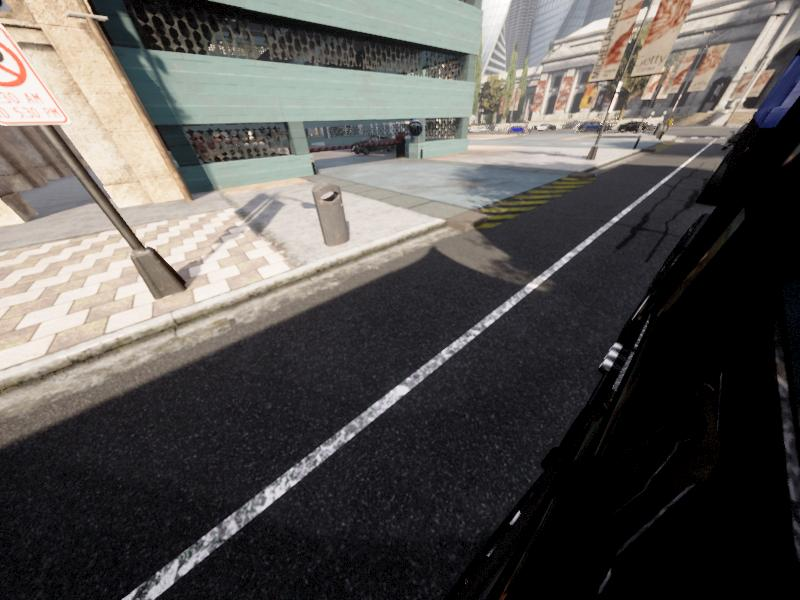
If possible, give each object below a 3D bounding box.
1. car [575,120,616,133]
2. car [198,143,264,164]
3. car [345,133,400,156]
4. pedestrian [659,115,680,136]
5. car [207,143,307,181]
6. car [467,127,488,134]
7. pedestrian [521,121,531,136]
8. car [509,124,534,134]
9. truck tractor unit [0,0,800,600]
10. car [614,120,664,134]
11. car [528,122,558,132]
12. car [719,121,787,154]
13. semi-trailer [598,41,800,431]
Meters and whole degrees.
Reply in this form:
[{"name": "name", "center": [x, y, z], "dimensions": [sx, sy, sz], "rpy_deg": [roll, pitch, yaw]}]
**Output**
[{"name": "car", "center": [34.250, -30.436, 40.577], "dimensions": [2.033, 1.649, 4.856], "rpy_deg": [-28, 44, -30]}, {"name": "car", "center": [-15.962, -14.042, 22.049], "dimensions": [4.718, 1.301, 1.895], "rpy_deg": [-28, 44, -30]}, {"name": "car", "center": [-2.612, -15.436, 22.895], "dimensions": [4.902, 1.511, 2.128], "rpy_deg": [-28, 44, -30]}, {"name": "pedestrian", "center": [30.250, -19.623, 25.962], "dimensions": [0.751, 1.860, 0.751], "rpy_deg": [-29, 44, -31]}, {"name": "car", "center": [-8.788, -8.823, 14.562], "dimensions": [4.786, 1.482, 2.161], "rpy_deg": [-28, 44, -30]}, {"name": "car", "center": [19.590, -43.028, 58.540], "dimensions": [4.718, 1.301, 1.895], "rpy_deg": [25, 45, 32]}, {"name": "pedestrian", "center": [20.219, -27.488, 37.072], "dimensions": [0.751, 1.860, 0.751], "rpy_deg": [-21, 41, -23]}, {"name": "car", "center": [25.674, -36.239, 48.978], "dimensions": [1.816, 1.474, 4.193], "rpy_deg": [-28, 44, -30]}, {"name": "truck tractor unit", "center": [2.645, -0.295, 0.351], "dimensions": [6.516, 4.208, 3.053], "rpy_deg": [-28, 44, -30]}, {"name": "car", "center": [35.417, -25.760, 34.435], "dimensions": [1.812, 1.442, 4.674], "rpy_deg": [-23, 41, -24]}, {"name": "car", "center": [31.866, -38.556, 51.602], "dimensions": [2.038, 1.542, 4.974], "rpy_deg": [-28, 44, -30]}, {"name": "car", "center": [23.533, -10.979, 15.493], "dimensions": [4.892, 1.490, 1.837], "rpy_deg": [-28, 44, -30]}, {"name": "semi-trailer", "center": [8.679, -3.626, 4.235], "dimensions": [14.254, 4.402, 2.717], "rpy_deg": [-28, 44, -30]}]
